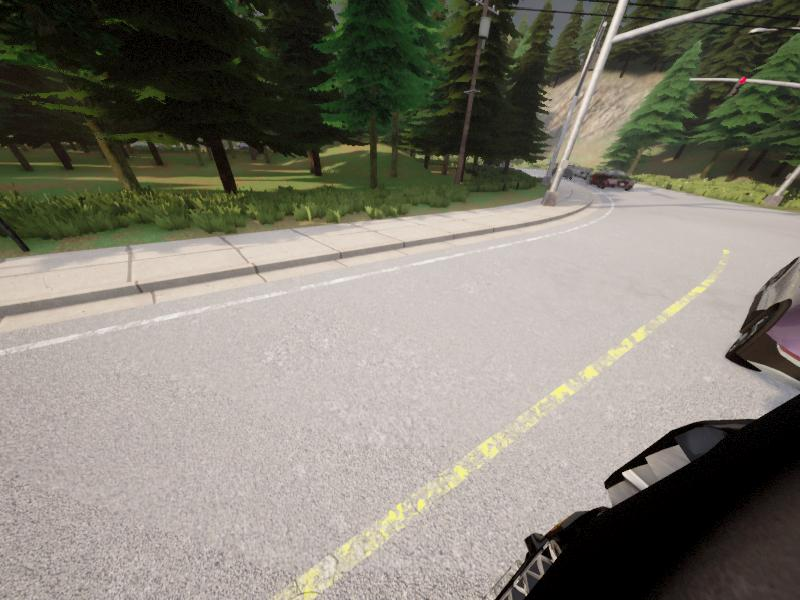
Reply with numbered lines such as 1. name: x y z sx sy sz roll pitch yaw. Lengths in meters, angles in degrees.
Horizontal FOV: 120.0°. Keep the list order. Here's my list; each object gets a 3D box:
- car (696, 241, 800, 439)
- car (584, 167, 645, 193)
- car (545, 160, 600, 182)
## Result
1. car: 6.133 0.167 2.698 4.856 1.649 2.033 -17 39 -28
2. car: 17.431 -9.967 19.070 1.994 1.385 4.181 11 34 12
3. car: 18.766 -14.330 25.513 2.152 1.651 5.027 1 34 -3
